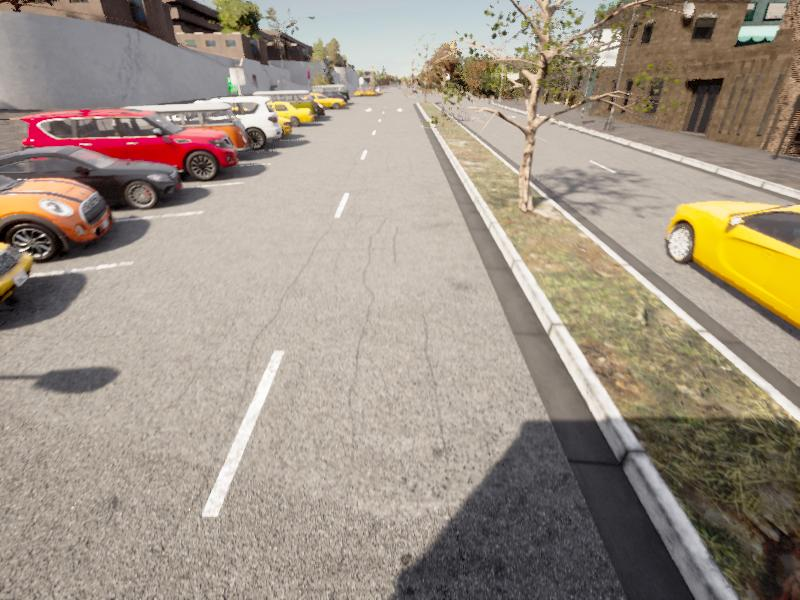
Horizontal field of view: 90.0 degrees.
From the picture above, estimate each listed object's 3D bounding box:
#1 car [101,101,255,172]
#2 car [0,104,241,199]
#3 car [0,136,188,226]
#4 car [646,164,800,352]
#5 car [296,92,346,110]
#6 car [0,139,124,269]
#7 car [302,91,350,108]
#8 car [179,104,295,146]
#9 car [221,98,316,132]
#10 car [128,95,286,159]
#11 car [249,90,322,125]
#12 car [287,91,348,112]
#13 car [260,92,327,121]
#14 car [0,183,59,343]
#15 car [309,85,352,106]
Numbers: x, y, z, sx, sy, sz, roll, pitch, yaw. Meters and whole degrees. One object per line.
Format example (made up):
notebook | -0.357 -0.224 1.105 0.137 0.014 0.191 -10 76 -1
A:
car | -7.966 -6.190 14.927 4.442 1.987 1.878 -11 31 -17
car | -8.048 -4.730 12.303 5.566 2.045 2.435 -11 31 -17
car | -8.072 -2.996 9.847 4.674 1.452 2.002 -11 31 -17
car | 5.899 -0.559 5.510 1.882 1.535 5.008 0 30 0
car | -8.084 -20.478 41.013 4.674 1.452 2.002 -11 30 -17
car | -8.099 -1.656 7.175 4.553 1.767 2.185 -11 31 -17
car | -8.077 -21.928 43.609 4.674 1.452 2.002 -11 31 -17
car | -8.078 -8.893 20.192 5.008 1.535 2.097 -11 30 -17
car | -8.248 -11.767 25.330 5.366 1.575 1.946 -11 31 -17
car | -8.100 -7.648 17.460 5.566 2.045 2.435 -11 31 -17
car | -7.972 -13.472 27.917 4.442 1.987 1.878 -11 30 -17
car | -7.907 -19.098 38.447 5.366 1.575 1.946 -11 30 -17
car | -8.109 -14.809 30.522 4.553 1.767 2.185 -11 30 -17
car | -7.895 -0.109 4.723 5.366 1.575 1.946 -11 31 -17
car | -7.977 -23.636 46.119 4.442 1.987 1.878 -11 30 -17
